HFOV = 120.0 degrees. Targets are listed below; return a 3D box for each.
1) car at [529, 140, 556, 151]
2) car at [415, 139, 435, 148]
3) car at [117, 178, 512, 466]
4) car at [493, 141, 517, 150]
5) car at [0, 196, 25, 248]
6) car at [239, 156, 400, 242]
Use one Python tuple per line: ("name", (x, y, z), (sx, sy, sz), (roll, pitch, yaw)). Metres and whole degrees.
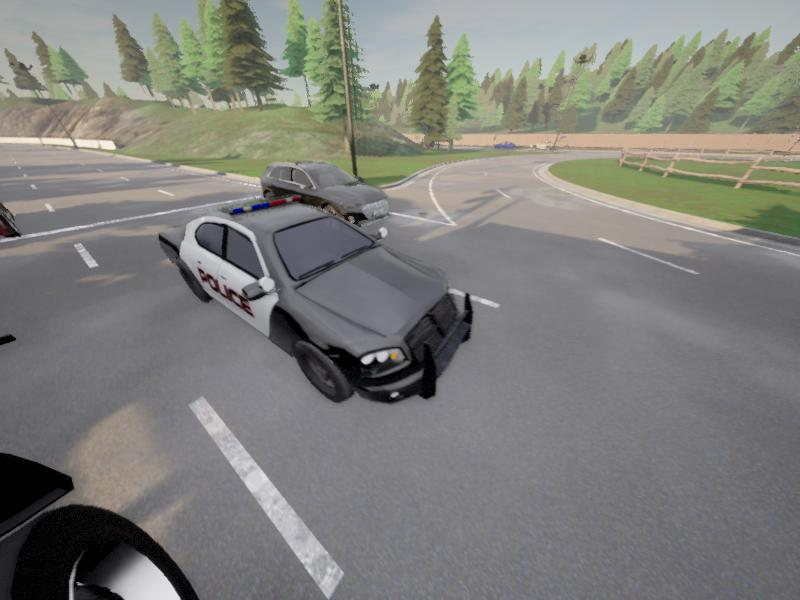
("car", (31.990, -34.777, 51.854), (4.605, 1.855, 1.932), (22, 41, 28))
("car", (6.486, -40.203, 59.296), (4.605, 1.855, 1.932), (22, 41, 27))
("car", (-1.456, -0.543, 3.325), (4.974, 1.542, 2.038), (22, 41, 27))
("car", (25.299, -37.317, 55.754), (4.514, 1.525, 2.007), (22, 41, 28))
("car", (-11.803, -2.242, 5.781), (4.181, 1.385, 1.994), (22, 41, 28))
("car", (-2.582, -3.505, 7.432), (4.856, 1.649, 2.033), (22, 41, 28))
